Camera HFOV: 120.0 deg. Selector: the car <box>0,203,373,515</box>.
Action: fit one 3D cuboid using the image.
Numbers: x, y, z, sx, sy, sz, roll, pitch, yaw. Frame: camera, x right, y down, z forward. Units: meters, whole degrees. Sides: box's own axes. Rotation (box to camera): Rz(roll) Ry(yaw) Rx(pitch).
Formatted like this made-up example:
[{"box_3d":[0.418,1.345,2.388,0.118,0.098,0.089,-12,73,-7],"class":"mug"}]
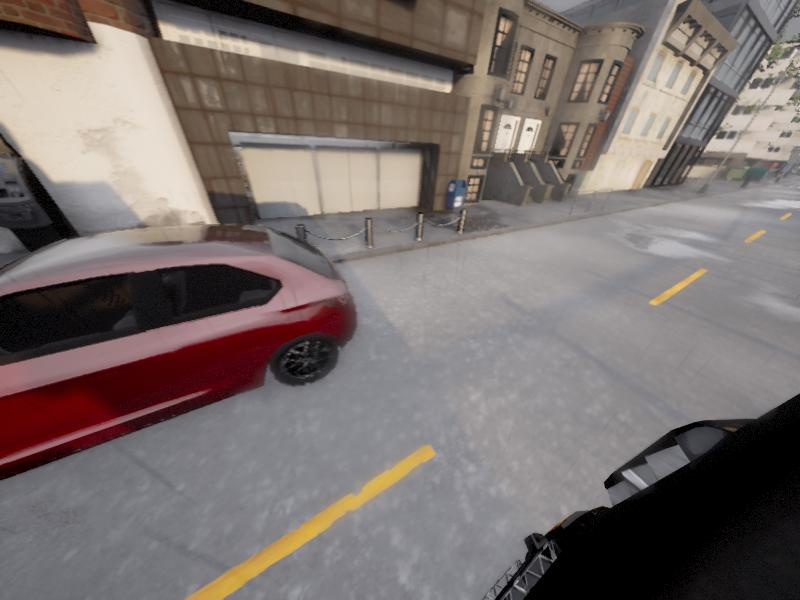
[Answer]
[{"box_3d":[-2.558,0.225,2.087,4.193,1.474,1.816,-16,38,-26],"class":"car"}]
